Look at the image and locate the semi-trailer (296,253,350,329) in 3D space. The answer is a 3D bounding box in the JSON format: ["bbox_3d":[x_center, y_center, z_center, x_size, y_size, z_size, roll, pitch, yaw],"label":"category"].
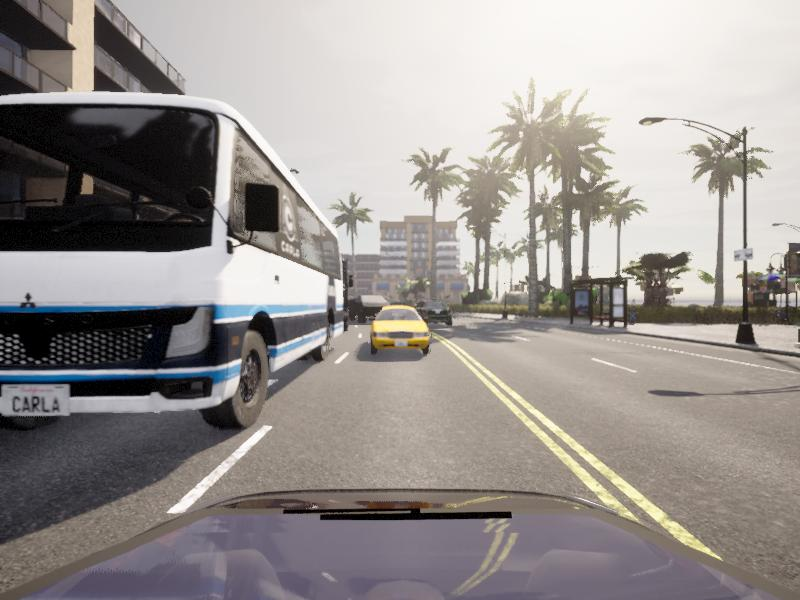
[{"bbox_3d":[-6.289,-0.494,30.254,2.717,4.402,14.254,0,0,-16],"label":"semi-trailer"}]

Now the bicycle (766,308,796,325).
[{"bbox_3d":[24.362,1.044,25.606,0.373,1.024,1.643,0,0,0],"label":"bicycle"}]

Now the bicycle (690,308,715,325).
[{"bbox_3d":[19.332,1.044,25.584,0.373,1.024,1.643,0,0,0],"label":"bicycle"}]

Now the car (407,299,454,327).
[{"bbox_3d":[1.967,0.806,27.264,2.097,1.767,4.553,0,0,-10],"label":"car"}]

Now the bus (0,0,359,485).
[{"bbox_3d":[-3.329,-0.494,8.598,3.944,4.253,10.273,0,0,-1],"label":"bus"}]

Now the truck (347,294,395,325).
[{"bbox_3d":[-2.346,0.667,30.592,2.390,2.098,6.274,0,0,-16],"label":"truck"}]

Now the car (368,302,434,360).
[{"bbox_3d":[-0.061,0.858,13.669,1.801,1.575,5.366,0,0,-2],"label":"car"}]

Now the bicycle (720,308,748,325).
[{"bbox_3d":[21.345,1.044,25.593,0.373,1.024,1.643,0,0,0],"label":"bicycle"}]

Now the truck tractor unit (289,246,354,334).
[{"bbox_3d":[-4.302,-0.427,22.605,3.053,4.208,6.516,0,-1,-9],"label":"truck tractor unit"}]

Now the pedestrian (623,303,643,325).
[{"bbox_3d":[14.301,0.866,24.534,0.751,1.300,0.751,0,0,-6],"label":"pedestrian"}]
